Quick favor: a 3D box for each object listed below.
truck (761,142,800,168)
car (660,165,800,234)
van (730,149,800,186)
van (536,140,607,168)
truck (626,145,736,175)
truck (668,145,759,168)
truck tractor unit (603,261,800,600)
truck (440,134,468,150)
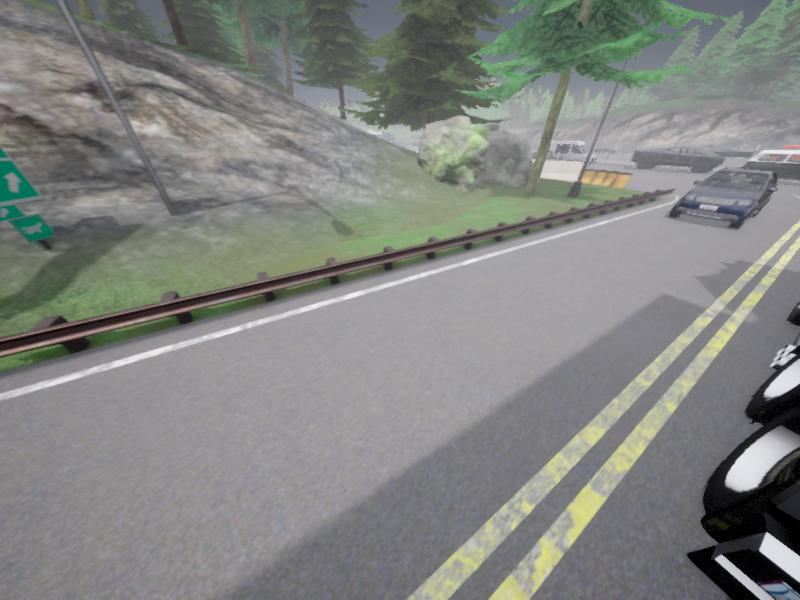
[{"bbox_3d":[48.200,-17.087,27.236,2.627,2.467,5.204,-18,39,-25],"label":"truck"},{"bbox_3d":[11.329,-3.621,7.963,3.705,1.549,1.789,-19,39,-25],"label":"car"},{"bbox_3d":[27.693,-9.331,16.255,2.069,2.038,4.480,-18,39,-25],"label":"van"},{"bbox_3d":[19.750,-17.183,27.039,1.988,2.561,5.915,-19,39,-25],"label":"van"},{"bbox_3d":[27.069,-13.860,22.710,2.390,2.098,6.274,-19,39,-25],"label":"truck"},{"bbox_3d":[38.857,-18.125,28.959,2.390,2.098,6.274,-19,39,-25],"label":"truck"},{"bbox_3d":[5.105,-0.306,0.794,6.516,4.208,3.053,-18,39,-24],"label":"truck tractor unit"},{"bbox_3d":[16.404,-48.277,70.623,2.891,3.827,8.468,-19,39,-25],"label":"truck"}]
